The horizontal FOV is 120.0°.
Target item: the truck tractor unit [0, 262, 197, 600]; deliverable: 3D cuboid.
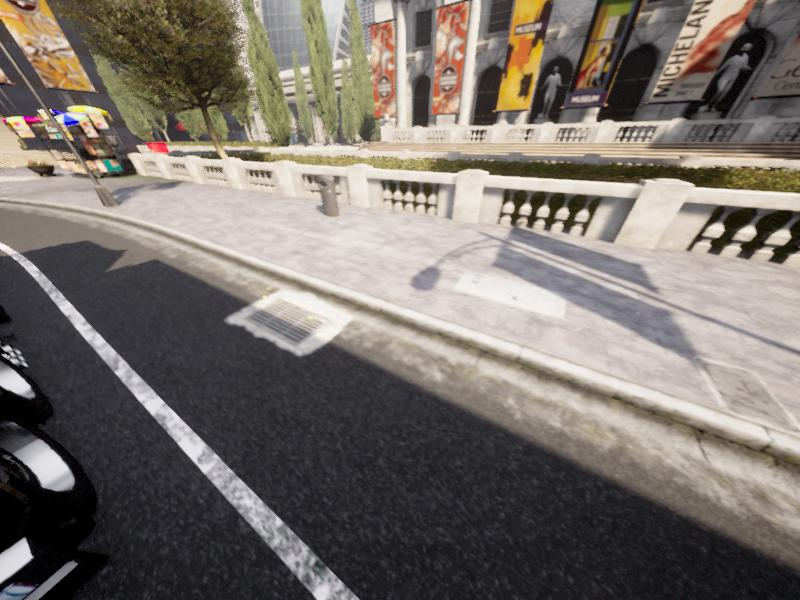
[{"bbox_3d":[-5.114,-0.298,0.784,6.516,4.208,3.053,18,39,24],"label":"truck tractor unit"}]
